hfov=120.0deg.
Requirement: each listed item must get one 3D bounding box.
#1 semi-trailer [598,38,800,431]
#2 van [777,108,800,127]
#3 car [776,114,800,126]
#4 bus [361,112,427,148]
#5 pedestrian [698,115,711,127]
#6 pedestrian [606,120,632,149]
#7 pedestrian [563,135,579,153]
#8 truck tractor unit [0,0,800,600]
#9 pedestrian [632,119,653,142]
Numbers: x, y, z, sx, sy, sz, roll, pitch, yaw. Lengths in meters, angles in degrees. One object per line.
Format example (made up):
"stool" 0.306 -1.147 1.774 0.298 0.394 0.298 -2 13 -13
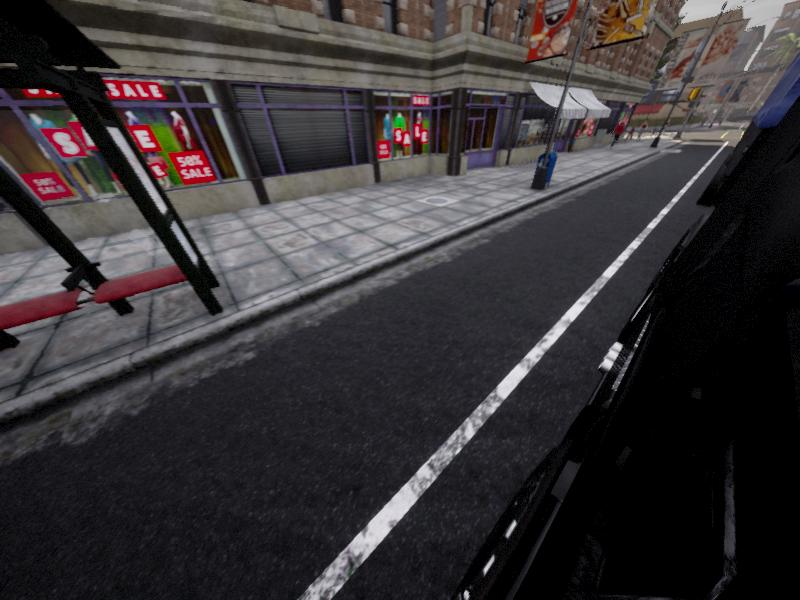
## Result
"semi-trailer" 8.700 -3.589 4.248 14.254 4.402 2.717 -28 43 -30
"van" 66.596 -30.723 38.852 6.366 2.431 2.351 -28 43 -30
"car" 72.487 -33.513 42.914 4.856 1.649 2.033 -28 43 -30
"bus" -0.697 -28.222 38.235 10.273 4.253 3.944 -28 43 -30
"pedestrian" 63.425 -37.288 48.094 0.751 1.860 0.751 -27 43 -29
"pedestrian" 18.115 -13.713 19.167 0.751 1.860 0.751 -26 42 -28
"pedestrian" 13.148 -11.945 17.737 0.500 1.100 0.500 -25 42 -27
"truck tractor unit" 2.645 -0.295 0.351 6.516 4.208 3.053 -28 44 -30
"pedestrian" 24.906 -17.425 23.743 0.751 1.860 0.751 -28 44 -30
